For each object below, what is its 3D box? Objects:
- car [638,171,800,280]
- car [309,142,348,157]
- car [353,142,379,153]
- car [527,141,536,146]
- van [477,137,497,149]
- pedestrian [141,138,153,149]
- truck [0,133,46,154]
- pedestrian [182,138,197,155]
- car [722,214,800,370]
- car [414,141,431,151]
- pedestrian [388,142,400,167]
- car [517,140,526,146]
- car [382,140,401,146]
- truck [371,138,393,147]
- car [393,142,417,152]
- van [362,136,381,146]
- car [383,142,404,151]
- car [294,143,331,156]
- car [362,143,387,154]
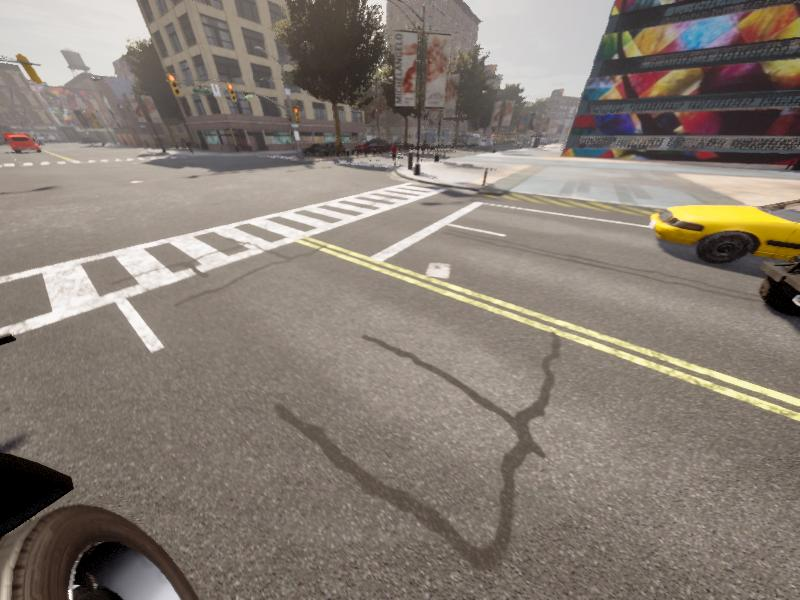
[{"bbox_3d":[8.717,-1.331,4.507,5.366,1.575,1.801,22,41,28],"label":"car"},{"bbox_3d":[-9.783,-21.000,32.148,2.242,1.667,4.611,22,41,28],"label":"car"},{"bbox_3d":[-6.082,-27.506,41.537,2.007,1.525,4.514,22,41,28],"label":"car"},{"bbox_3d":[46.991,-55.901,82.504,1.895,1.301,4.718,22,41,28],"label":"car"},{"bbox_3d":[21.771,-39.168,57.556,2.351,2.431,6.366,22,41,28],"label":"van"},{"bbox_3d":[-51.159,-31.692,46.715,0.751,1.860,0.751,22,41,28],"label":"pedestrian"},{"bbox_3d":[-55.865,-23.234,34.190,5.204,2.467,2.627,22,41,28],"label":"truck"},{"bbox_3d":[-27.566,-20.104,30.240,0.751,1.860,0.751,-19,40,-25],"label":"pedestrian"},{"bbox_3d":[6.794,0.211,2.032,3.866,1.878,1.905,22,40,27],"label":"car"},{"bbox_3d":[4.799,-32.954,49.295,1.851,1.617,3.988,22,41,28],"label":"car"},{"bbox_3d":[-0.523,-13.291,21.097,0.751,1.860,0.751,27,43,32],"label":"pedestrian"},{"bbox_3d":[43.837,-56.759,83.491,1.845,1.501,3.633,21,40,26],"label":"car"},{"bbox_3d":[-2.542,-47.279,69.564,5.366,1.575,1.801,21,40,26],"label":"car"},{"bbox_3d":[-5.216,-46.052,67.349,6.274,2.098,2.390,21,40,27],"label":"truck"},{"bbox_3d":[0.994,-29.788,44.852,2.128,1.511,4.902,22,41,28],"label":"car"},{"bbox_3d":[-9.028,-50.206,72.823,5.915,2.561,1.988,21,40,27],"label":"van"},{"bbox_3d":[-1.235,-31.504,47.280,1.837,1.490,4.892,22,40,27],"label":"car"},{"bbox_3d":[-12.703,-22.017,33.761,1.812,1.442,4.674,22,41,28],"label":"car"},{"bbox_3d":[-4.186,-25.472,38.807,1.994,1.385,4.181,22,41,28],"label":"car"}]
